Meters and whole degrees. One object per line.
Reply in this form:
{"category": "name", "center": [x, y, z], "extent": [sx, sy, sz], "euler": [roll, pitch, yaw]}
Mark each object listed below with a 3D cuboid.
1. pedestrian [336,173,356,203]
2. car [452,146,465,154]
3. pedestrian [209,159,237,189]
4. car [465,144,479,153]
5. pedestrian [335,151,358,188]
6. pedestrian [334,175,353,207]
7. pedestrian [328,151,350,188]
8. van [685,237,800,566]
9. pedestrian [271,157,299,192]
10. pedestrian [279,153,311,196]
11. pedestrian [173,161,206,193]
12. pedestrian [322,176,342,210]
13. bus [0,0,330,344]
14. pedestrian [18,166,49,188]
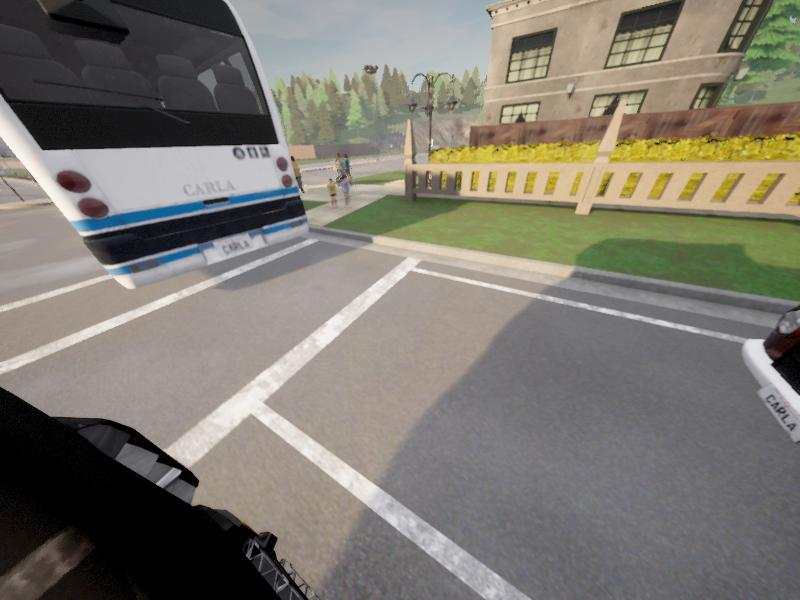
{"category": "pedestrian", "center": [-2.313, -4.820, 9.979], "extent": [0.500, 1.100, 0.500], "euler": [7, 35, 15]}
{"category": "car", "center": [15.370, -39.537, 60.787], "extent": [1.816, 1.474, 4.193], "euler": [17, 38, 26]}
{"category": "pedestrian", "center": [-12.897, -9.222, 16.908], "extent": [0.751, 1.860, 0.751], "euler": [12, 36, 21]}
{"category": "car", "center": [18.570, -38.997, 59.402], "extent": [1.932, 1.855, 4.605], "euler": [17, 38, 26]}
{"category": "pedestrian", "center": [-3.119, -7.646, 13.587], "extent": [0.751, 1.860, 0.751], "euler": [5, 35, 12]}
{"category": "pedestrian", "center": [-2.282, -4.471, 9.453], "extent": [0.500, 1.100, 0.500], "euler": [-3, 34, -1]}
{"category": "pedestrian", "center": [-3.660, -7.911, 14.022], "extent": [0.751, 1.860, 0.751], "euler": [7, 35, 14]}
{"category": "van", "center": [4.649, 0.909, 0.378], "extent": [4.480, 2.038, 2.069], "euler": [17, 38, 26]}
{"category": "pedestrian", "center": [-7.129, -7.785, 14.350], "extent": [0.751, 1.860, 0.751], "euler": [14, 37, 23]}
{"category": "pedestrian", "center": [-5.383, -6.457, 11.905], "extent": [0.751, 1.860, 0.751], "euler": [20, 40, 31]}
{"category": "pedestrian", "center": [-14.178, -8.285, 15.589], "extent": [0.751, 1.860, 0.751], "euler": [17, 38, 27]}
{"category": "pedestrian", "center": [-2.637, -4.162, 9.015], "extent": [0.500, 1.100, 0.500], "euler": [-7, 34, -6]}
{"category": "bus", "center": [-7.137, -3.644, 6.028], "extent": [10.273, 4.253, 3.944], "euler": [21, 40, 31]}
{"category": "pedestrian", "center": [-36.742, -12.307, 23.195], "extent": [0.751, 1.860, 0.751], "euler": [14, 37, 23]}
